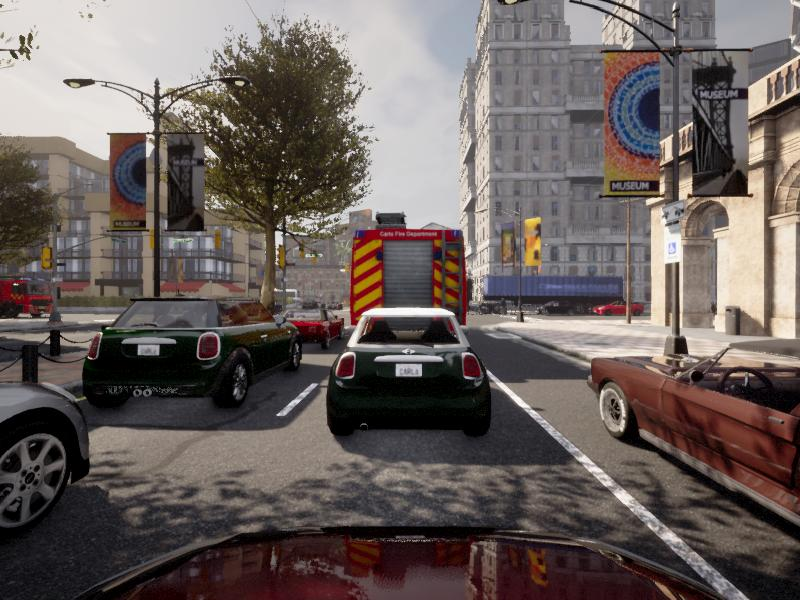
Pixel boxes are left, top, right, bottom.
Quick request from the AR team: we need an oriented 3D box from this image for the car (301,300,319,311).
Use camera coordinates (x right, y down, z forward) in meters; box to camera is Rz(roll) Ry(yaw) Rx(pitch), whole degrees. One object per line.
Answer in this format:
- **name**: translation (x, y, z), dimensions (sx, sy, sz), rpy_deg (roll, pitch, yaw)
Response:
- **car**: translation (-13.798, 0.815, 61.323), dimensions (1.789, 1.549, 3.705), rpy_deg (0, 0, 1)

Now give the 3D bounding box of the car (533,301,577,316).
- **car**: translation (15.373, 0.827, 39.827), dimensions (3.633, 1.501, 1.845), rpy_deg (0, 0, 1)

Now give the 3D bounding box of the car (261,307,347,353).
- **car**: translation (-3.218, 0.944, 14.445), dimensions (1.895, 1.301, 4.718), rpy_deg (0, 0, 1)

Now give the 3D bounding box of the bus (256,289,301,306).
- **bus**: translation (-30.942, -0.539, 102.441), dimensions (10.273, 4.253, 3.944), rpy_deg (0, 0, 2)

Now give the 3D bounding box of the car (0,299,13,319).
- **car**: translation (-36.048, 0.771, 33.548), dimensions (5.238, 1.638, 1.930), rpy_deg (0, 0, 0)

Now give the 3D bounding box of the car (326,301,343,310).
- **car**: translation (-10.261, 0.853, 63.188), dimensions (1.970, 1.475, 3.806), rpy_deg (0, 0, 1)

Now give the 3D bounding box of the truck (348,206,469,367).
- **truck**: translation (0.274, -0.321, 13.781), dimensions (2.891, 3.827, 8.468), rpy_deg (0, 0, 1)

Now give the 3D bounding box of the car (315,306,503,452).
- **car**: translation (0.119, 0.853, 6.110), dimensions (1.970, 1.475, 3.806), rpy_deg (0, 0, 1)

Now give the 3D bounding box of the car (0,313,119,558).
- **car**: translation (-3.473, 0.853, 1.600), dimensions (1.970, 1.475, 3.806), rpy_deg (0, 0, 1)

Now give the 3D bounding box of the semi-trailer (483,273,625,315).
- **semi-trailer**: translation (16.415, -0.620, 43.484), dimensions (14.254, 4.402, 2.717), rpy_deg (0, 0, 4)

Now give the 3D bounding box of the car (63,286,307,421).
- **car**: translation (-3.355, 0.694, 7.527), dimensions (2.097, 1.767, 4.553), rpy_deg (0, 0, 1)

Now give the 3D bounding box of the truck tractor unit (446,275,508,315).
- **truck tractor unit**: translation (8.606, -0.522, 44.494), dimensions (6.516, 4.208, 3.053), rpy_deg (0, 0, 18)

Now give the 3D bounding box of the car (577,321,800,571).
- **car**: translation (3.308, 0.938, 3.058), dimensions (1.895, 1.301, 4.718), rpy_deg (0, 0, 1)

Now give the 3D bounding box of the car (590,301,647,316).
- **car**: translation (21.629, 0.828, 39.734), dimensions (4.514, 1.525, 2.007), rpy_deg (0, 0, 1)

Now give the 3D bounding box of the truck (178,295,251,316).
- **truck**: translation (-18.562, 0.542, 40.306), dimensions (6.274, 2.098, 2.390), rpy_deg (0, 0, 1)

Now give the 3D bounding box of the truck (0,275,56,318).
- **truck**: translation (-37.345, -0.320, 37.063), dimensions (8.468, 3.827, 2.891), rpy_deg (0, 0, 1)

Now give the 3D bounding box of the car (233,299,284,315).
- **car**: translation (-15.443, 0.779, 43.761), dimensions (4.856, 1.649, 2.033), rpy_deg (0, 0, 1)
